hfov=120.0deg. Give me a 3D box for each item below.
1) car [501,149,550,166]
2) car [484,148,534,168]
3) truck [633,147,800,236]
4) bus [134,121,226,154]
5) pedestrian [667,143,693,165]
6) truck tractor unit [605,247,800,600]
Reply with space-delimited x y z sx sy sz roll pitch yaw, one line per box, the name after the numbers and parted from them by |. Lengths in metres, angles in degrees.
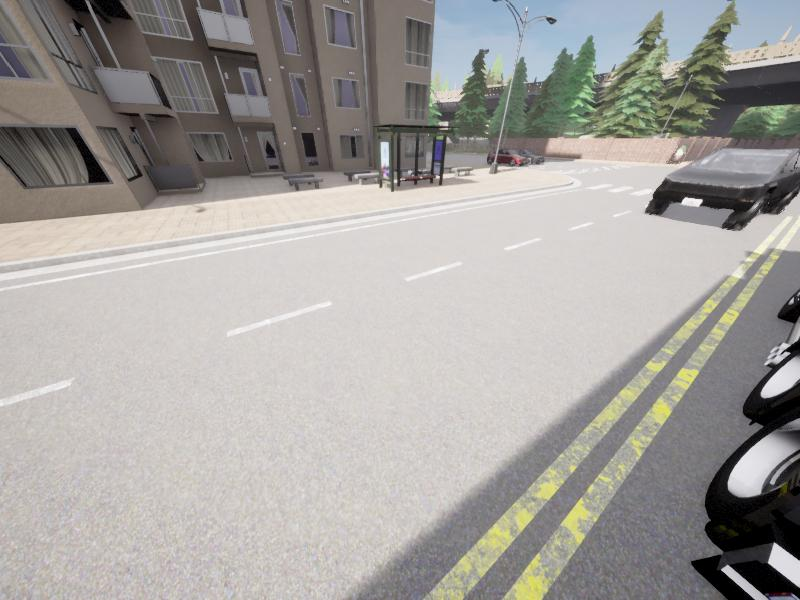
13.806 -15.898 25.638 1.994 1.385 4.181 -20 40 -27 | car
11.058 -14.707 23.813 1.816 1.474 4.193 -20 39 -26 | car
11.909 -4.145 8.212 6.274 2.098 2.390 -16 38 -22 | truck
-37.258 -27.931 40.020 10.273 4.253 3.944 -18 39 -25 | bus
28.547 -14.883 23.566 0.751 1.860 0.751 14 37 18 | pedestrian
5.080 -0.330 0.821 6.516 4.208 3.053 -19 39 -25 | truck tractor unit
